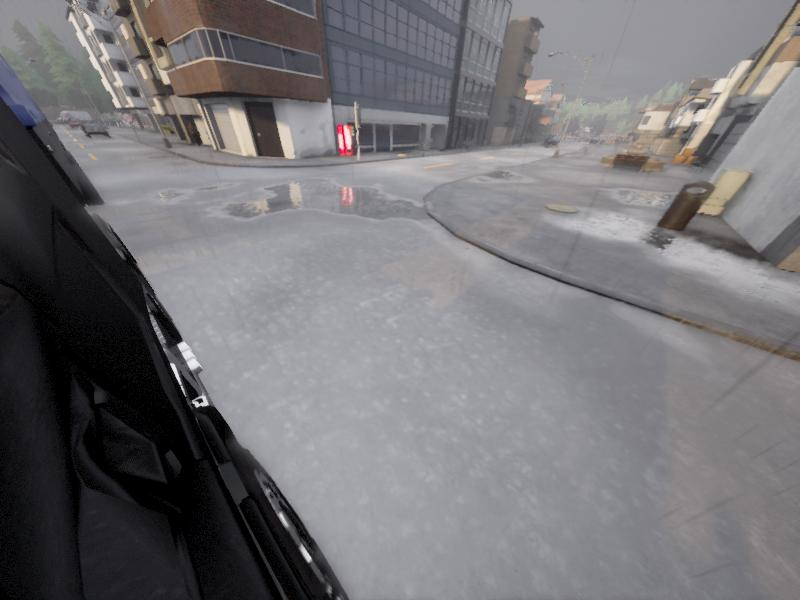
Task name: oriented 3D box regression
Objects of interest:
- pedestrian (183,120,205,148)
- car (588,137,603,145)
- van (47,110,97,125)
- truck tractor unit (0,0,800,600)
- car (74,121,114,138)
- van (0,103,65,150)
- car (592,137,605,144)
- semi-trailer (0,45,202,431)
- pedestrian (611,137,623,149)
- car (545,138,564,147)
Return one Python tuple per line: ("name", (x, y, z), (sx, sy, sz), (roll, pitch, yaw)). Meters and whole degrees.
("pedestrian", (-17.485, -14.092, 19.643), (0.751, 1.860, 0.751), (-25, 45, -31))
("car", (51.392, -41.826, 60.686), (1.930, 1.638, 5.238), (28, 44, 30))
("van", (-74.172, -41.299, 52.408), (1.988, 2.561, 5.915), (7, 37, 8))
("truck tractor unit", (-2.645, -0.295, 0.352), (6.516, 4.208, 3.053), (28, 44, 30))
("car", (-35.923, -19.988, 27.097), (5.357, 1.411, 2.033), (28, 44, 30))
("van", (-27.847, -13.008, 17.301), (5.915, 2.561, 1.988), (28, 44, 30))
("car", (56.053, -45.015, 65.230), (1.801, 1.575, 5.366), (28, 44, 30))
("semi-trailer", (-8.703, -3.587, 4.244), (14.254, 4.402, 2.717), (28, 44, 30))
("pedestrian", (39.228, -28.418, 41.795), (0.751, 1.860, 0.751), (-29, 47, -34))
("car", (30.226, -30.843, 45.215), (1.895, 1.301, 4.718), (28, 44, 30))
